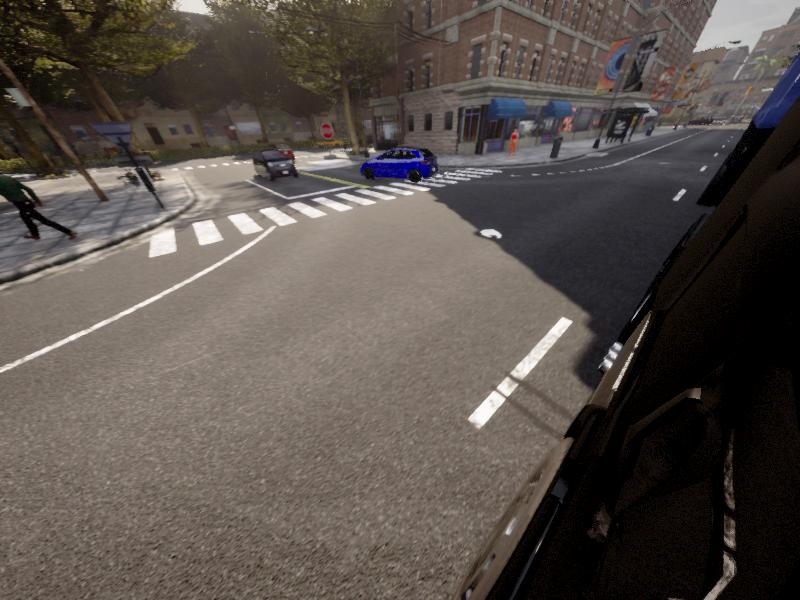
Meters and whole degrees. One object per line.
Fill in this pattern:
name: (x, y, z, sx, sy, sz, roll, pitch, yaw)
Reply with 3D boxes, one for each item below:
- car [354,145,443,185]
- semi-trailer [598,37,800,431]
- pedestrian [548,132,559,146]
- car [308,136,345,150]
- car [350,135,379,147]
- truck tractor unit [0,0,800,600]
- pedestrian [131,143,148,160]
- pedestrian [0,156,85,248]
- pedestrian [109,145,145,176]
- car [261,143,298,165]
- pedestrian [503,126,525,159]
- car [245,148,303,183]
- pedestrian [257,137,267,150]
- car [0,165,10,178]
car: (-0.104, -7.149, 12.121, 4.193, 1.474, 1.816, 17, 41, 25)
semi-trailer: (8.698, -3.593, 4.245, 14.254, 4.402, 2.717, -28, 43, -30)
pedestrian: (16.058, -16.819, 24.131, 0.500, 1.100, 0.500, -26, 42, -28)
car: (-12.194, -26.262, 38.676, 5.366, 1.575, 1.801, -28, 43, -30)
car: (-6.503, -29.261, 42.425, 4.892, 1.490, 1.837, -28, 43, -30)
truck tractor unit: (2.645, -0.295, 0.351, 6.516, 4.208, 3.053, -28, 44, -30)
pedestrian: (-36.846, -20.979, 32.652, 0.751, 1.860, 0.751, -28, 43, -30)
pedestrian: (-9.165, -2.327, 5.587, 0.751, 1.860, 0.751, -12, 37, -12)
pedestrian: (-20.227, -10.353, 17.177, 0.751, 1.860, 0.751, -18, 39, -19)
car: (-11.730, -14.223, 22.395, 1.789, 1.549, 3.705, -29, 44, -31)
pedestrian: (7.972, -11.061, 16.248, 0.751, 1.860, 0.751, 27, 46, 34)
car: (-7.892, -8.471, 14.382, 1.845, 1.501, 3.633, -29, 44, -31)
pedestrian: (-24.016, -27.231, 40.247, 0.751, 1.860, 0.751, -29, 44, -30)
car: (-39.933, -11.470, 20.573, 5.008, 1.535, 1.882, -28, 43, -30)
